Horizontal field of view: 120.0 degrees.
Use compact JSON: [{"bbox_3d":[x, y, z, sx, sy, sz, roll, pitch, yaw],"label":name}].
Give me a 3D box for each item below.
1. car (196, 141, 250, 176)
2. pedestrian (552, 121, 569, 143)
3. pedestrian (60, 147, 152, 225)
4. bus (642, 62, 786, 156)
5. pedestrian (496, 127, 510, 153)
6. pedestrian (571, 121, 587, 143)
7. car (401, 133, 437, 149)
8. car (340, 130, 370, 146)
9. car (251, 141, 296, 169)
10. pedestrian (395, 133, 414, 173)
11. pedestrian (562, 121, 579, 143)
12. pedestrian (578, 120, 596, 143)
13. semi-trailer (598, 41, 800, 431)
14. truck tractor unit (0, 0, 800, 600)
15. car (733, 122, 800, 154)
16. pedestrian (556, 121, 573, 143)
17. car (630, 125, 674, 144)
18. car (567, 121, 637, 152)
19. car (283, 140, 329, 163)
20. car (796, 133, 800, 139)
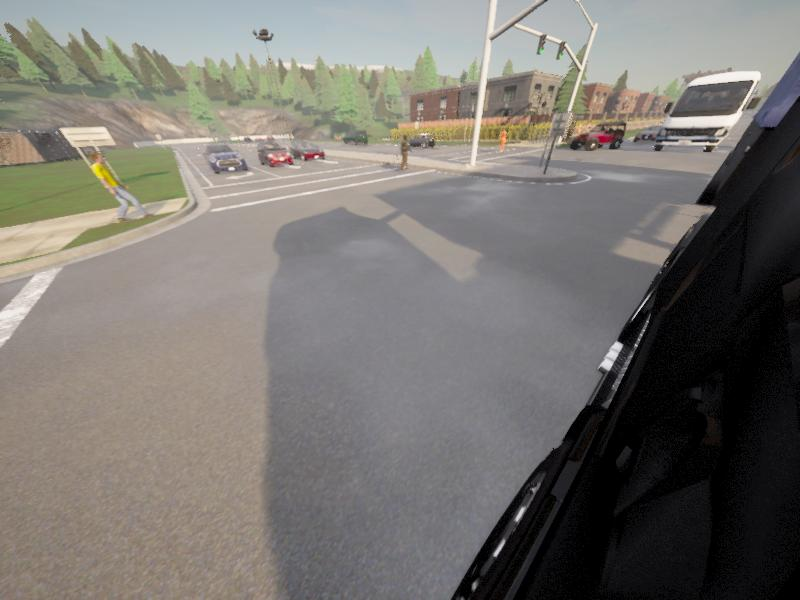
[{"bbox_3d":[-13.033,-10.491,16.937,2.097,1.767,4.553,-28,43,-30],"label":"car"},{"bbox_3d":[17.261,-18.055,24.844,0.751,1.860,0.751,6,38,12],"label":"pedestrian"},{"bbox_3d":[-8.246,-3.245,6.616,0.751,1.860,0.751,-30,45,-32],"label":"pedestrian"},{"bbox_3d":[23.269,-13.926,17.336,10.273,4.253,3.944,-28,44,-30],"label":"bus"},{"bbox_3d":[9.120,-14.214,20.515,0.751,1.860,0.751,11,39,18],"label":"pedestrian"},{"bbox_3d":[18.974,-17.804,24.479,0.751,1.860,0.751,21,43,28],"label":"pedestrian"},{"bbox_3d":[2.264,-19.456,28.289,3.806,1.475,1.970,23,44,30],"label":"car"},{"bbox_3d":[-7.640,-27.530,39.193,2.150,2.045,5.566,-28,44,-30],"label":"car"},{"bbox_3d":[-10.256,-11.770,18.641,1.851,1.617,3.988,-28,43,-30],"label":"car"},{"bbox_3d":[0.273,-8.621,13.557,0.751,1.860,0.751,-28,44,-30],"label":"pedestrian"},{"bbox_3d":[18.408,-18.192,25.032,0.751,1.860,0.751,7,38,12],"label":"pedestrian"},{"bbox_3d":[19.496,-17.511,24.056,0.751,1.860,0.751,25,45,32],"label":"pedestrian"},{"bbox_3d":[8.697,-3.595,4.244,14.254,4.402,2.717,-28,44,-30],"label":"semi-trailer"},{"bbox_3d":[2.645,-0.295,0.351,6.516,4.208,3.053,-28,44,-30],"label":"truck tractor unit"},{"bbox_3d":[25.269,-11.219,15.890,4.902,1.511,2.128,-28,44,-30],"label":"car"},{"bbox_3d":[17.813,-18.156,25.018,0.751,1.860,0.751,-29,44,-31],"label":"pedestrian"},{"bbox_3d":[25.832,-16.966,23.659,4.181,1.385,1.994,-28,43,-29],"label":"car"},{"bbox_3d":[16.875,-13.769,19.474,3.866,1.878,1.905,-9,37,-8],"label":"car"},{"bbox_3d":[-8.967,-14.119,21.811,2.163,1.488,4.792,-28,43,-30],"label":"car"},{"bbox_3d":[38.886,-15.719,21.132,3.806,1.475,1.970,-28,44,-30],"label":"car"}]
